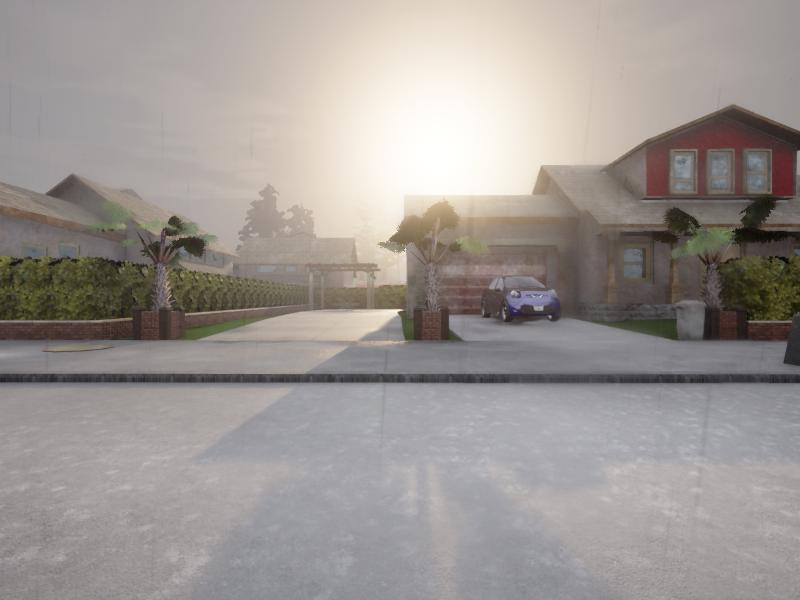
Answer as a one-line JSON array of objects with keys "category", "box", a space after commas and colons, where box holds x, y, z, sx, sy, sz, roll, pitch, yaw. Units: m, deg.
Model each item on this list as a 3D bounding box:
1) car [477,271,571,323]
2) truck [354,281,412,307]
[{"category": "car", "box": [3.891, -0.082, 13.247, 1.845, 1.501, 3.633, 0, 0, -3]}, {"category": "truck", "box": [-2.477, -0.921, 60.272, 8.468, 3.827, 2.891, 0, 0, 0]}]
